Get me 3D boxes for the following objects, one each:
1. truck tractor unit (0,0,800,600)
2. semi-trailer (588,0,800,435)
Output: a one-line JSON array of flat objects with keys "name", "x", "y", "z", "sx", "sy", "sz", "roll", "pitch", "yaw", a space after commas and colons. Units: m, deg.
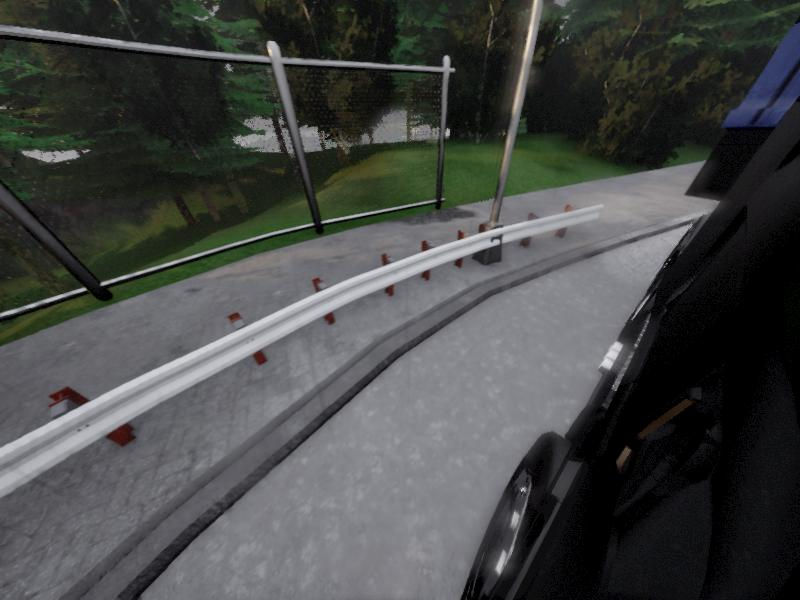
[{"name": "truck tractor unit", "x": 2.645, "y": -0.295, "z": 0.351, "sx": 6.516, "sy": 4.208, "sz": 3.053, "roll": -28, "pitch": 44, "yaw": -30}, {"name": "semi-trailer", "x": 9.383, "y": -3.025, "z": 3.393, "sx": 14.254, "sy": 4.402, "sz": 2.717, "roll": -20, "pitch": 40, "yaw": -21}]
